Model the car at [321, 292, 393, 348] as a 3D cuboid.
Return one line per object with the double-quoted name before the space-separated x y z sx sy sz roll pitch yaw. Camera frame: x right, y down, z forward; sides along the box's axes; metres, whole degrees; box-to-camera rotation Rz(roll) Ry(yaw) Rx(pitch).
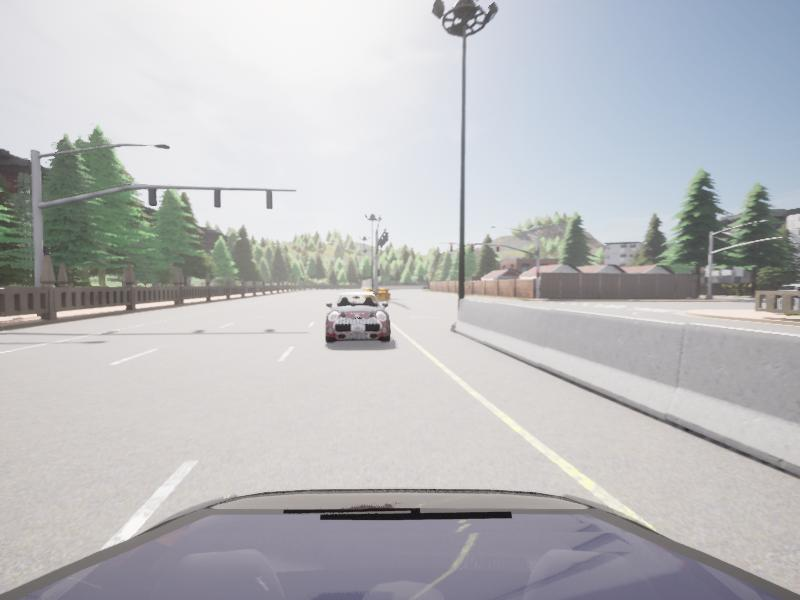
"car" -1.387 0.500 12.934 1.970 1.475 3.806 0 2 -7
